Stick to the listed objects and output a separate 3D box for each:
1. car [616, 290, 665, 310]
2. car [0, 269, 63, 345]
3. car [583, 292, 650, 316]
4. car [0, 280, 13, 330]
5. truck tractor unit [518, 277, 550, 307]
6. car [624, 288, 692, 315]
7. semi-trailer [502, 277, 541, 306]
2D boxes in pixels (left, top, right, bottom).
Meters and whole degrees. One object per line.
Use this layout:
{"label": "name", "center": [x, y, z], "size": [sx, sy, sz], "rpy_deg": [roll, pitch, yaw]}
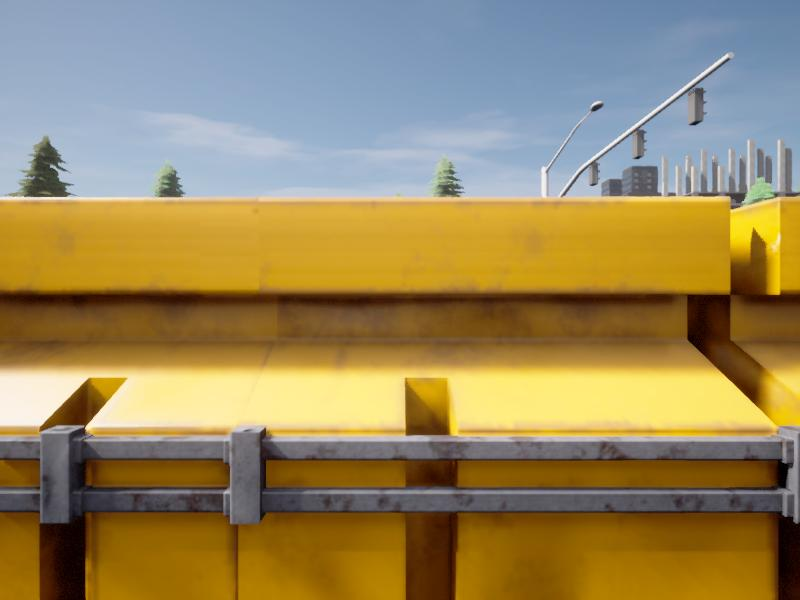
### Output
{"label": "car", "center": [25.931, -0.038, 43.477], "size": [2.150, 2.045, 5.566], "rpy_deg": [0, 0, 2]}
{"label": "car", "center": [-11.009, 0.158, 9.199], "size": [4.611, 1.667, 2.242], "rpy_deg": [0, 0, 0]}
{"label": "car", "center": [14.937, 0.233, 27.992], "size": [2.128, 1.511, 4.902], "rpy_deg": [0, 0, 2]}
{"label": "car", "center": [-15.683, 0.181, 12.701], "size": [4.856, 1.649, 2.033], "rpy_deg": [0, 0, 0]}
{"label": "truck tractor unit", "center": [19.845, -1.133, 59.729], "size": [3.053, 4.208, 6.516], "rpy_deg": [0, 0, 4]}
{"label": "car", "center": [18.474, 0.091, 28.975], "size": [2.097, 1.767, 4.553], "rpy_deg": [0, 0, 2]}
{"label": "semi-trailer", "center": [20.202, -1.222, 67.636], "size": [2.717, 4.402, 14.254], "rpy_deg": [0, 0, 2]}
